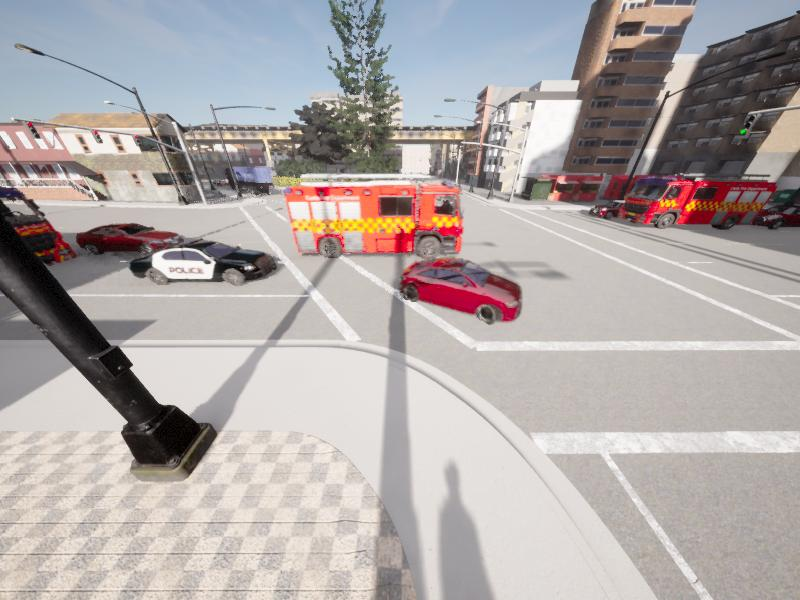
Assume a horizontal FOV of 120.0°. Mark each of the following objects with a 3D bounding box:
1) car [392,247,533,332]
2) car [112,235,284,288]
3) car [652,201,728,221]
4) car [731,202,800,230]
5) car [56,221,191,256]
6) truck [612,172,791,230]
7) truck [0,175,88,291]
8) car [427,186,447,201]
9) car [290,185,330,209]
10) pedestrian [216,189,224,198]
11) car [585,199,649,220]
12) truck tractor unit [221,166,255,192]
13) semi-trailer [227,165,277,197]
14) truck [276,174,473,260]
[{"bbox_3d":[2.028,-0.600,7.992,4.181,1.385,1.994,15,33,24],"label":"car"},{"bbox_3d":[-7.984,-1.677,9.658,4.974,1.542,2.038,1,30,0],"label":"car"},{"bbox_3d":[27.438,-8.486,21.979,4.181,1.385,1.994,1,30,0],"label":"car"},{"bbox_3d":[31.272,-6.902,18.910,4.553,1.767,2.097,1,30,-1],"label":"car"},{"bbox_3d":[-14.855,-3.422,12.700,4.674,1.442,1.812,0,30,0],"label":"car"},{"bbox_3d":[23.136,-7.864,18.354,8.468,3.827,2.891,0,30,-1],"label":"truck"},{"bbox_3d":[-19.465,-2.702,9.040,8.468,3.827,2.891,0,30,0],"label":"truck"},{"bbox_3d":[5.324,-15.635,33.769,2.152,1.651,5.027,0,30,1],"label":"car"},{"bbox_3d":[-11.028,-12.609,28.080,2.150,2.045,5.566,-25,38,-36],"label":"car"},{"bbox_3d":[-26.575,-15.796,34.154,0.500,1.100,0.500,-25,39,-37],"label":"pedestrian"},{"bbox_3d":[20.444,-8.612,21.937,3.806,1.475,1.970,0,30,0],"label":"car"},{"bbox_3d":[-32.215,-24.147,45.917,6.516,4.208,3.053,26,39,37],"label":"truck tractor unit"},{"bbox_3d":[-26.582,-21.454,41.047,14.254,4.402,2.717,26,39,38],"label":"semi-trailer"},{"bbox_3d":[-1.104,-4.426,12.155,8.468,3.827,2.891,0,30,0],"label":"truck"}]
